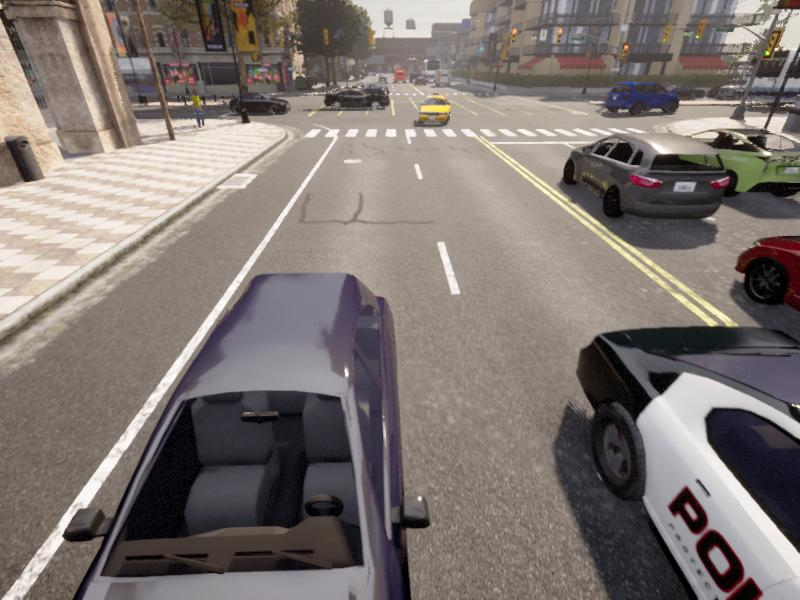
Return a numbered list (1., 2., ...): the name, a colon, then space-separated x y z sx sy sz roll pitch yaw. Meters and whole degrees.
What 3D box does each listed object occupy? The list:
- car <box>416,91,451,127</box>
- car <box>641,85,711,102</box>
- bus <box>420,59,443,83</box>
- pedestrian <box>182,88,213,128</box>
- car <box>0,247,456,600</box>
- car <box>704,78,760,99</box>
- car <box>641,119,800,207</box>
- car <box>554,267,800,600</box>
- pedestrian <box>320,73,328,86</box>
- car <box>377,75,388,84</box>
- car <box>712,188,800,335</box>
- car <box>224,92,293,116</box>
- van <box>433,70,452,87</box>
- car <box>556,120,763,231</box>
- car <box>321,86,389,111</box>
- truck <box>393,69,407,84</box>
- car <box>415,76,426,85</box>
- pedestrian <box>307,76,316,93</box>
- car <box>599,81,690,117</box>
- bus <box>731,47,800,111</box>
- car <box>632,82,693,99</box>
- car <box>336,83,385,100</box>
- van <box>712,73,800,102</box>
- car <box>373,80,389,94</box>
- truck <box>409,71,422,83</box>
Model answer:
1. car: 2.187 -12.043 25.038 1.801 1.575 5.366 4 30 6
2. car: 27.375 -20.592 39.818 5.357 1.411 2.033 -1 30 -1
3. bus: 6.676 -50.107 87.487 3.944 4.253 10.273 -1 30 -1
4. pedestrian: -10.701 -10.162 21.205 0.751 1.860 0.751 9 32 15
5. car: -0.792 1.055 2.699 1.845 1.501 3.633 -1 30 -2
6. car: 35.525 -22.669 42.890 3.866 1.878 1.905 -1 30 -1
7. car: 9.410 -4.133 11.552 2.007 1.525 4.514 -1 30 -1
8. car: 2.702 1.619 1.727 2.038 1.542 4.974 -1 30 -1
9. pedestrian: -12.489 -36.137 65.638 0.751 1.860 0.751 17 35 27
10. car: -3.507 -45.463 82.346 2.128 1.511 4.902 -1 30 -1
11. car: 6.143 0.034 4.479 1.816 1.474 4.193 -1 30 -1
12. car: -10.201 -14.309 29.137 4.181 1.385 1.994 -1 30 -1
13. van: 7.402 -39.003 70.299 2.351 2.431 6.366 -1 30 -1
14. car: 5.939 -3.381 10.127 2.242 1.667 4.611 1 30 2
15. car: -3.498 -16.277 32.225 5.238 1.638 1.930 -1 30 -1
16. truck: 0.013 -45.585 81.530 2.627 2.467 5.204 -1 30 -1
17. car: 3.770 -40.785 74.332 1.812 1.442 4.674 -1 30 -1
18. pedestrian: -10.805 -26.249 48.723 0.751 1.860 0.751 1 30 2
19. car: 17.709 -14.703 29.112 5.566 2.045 2.150 -11 32 -18
20. bus: 34.253 -17.933 32.437 10.273 4.253 3.944 -1 30 -1
21. car: 28.026 -22.406 42.834 4.792 1.488 2.163 -1 30 -1
22. car: -4.059 -22.018 42.174 4.902 1.511 2.128 -1 30 -1
23. van: 35.425 -21.141 39.725 6.366 2.431 2.351 -1 30 -1
24. car: -2.466 -27.620 51.874 1.994 1.385 4.181 -1 30 -1
25. truck: 3.352 -48.218 86.395 2.390 2.098 6.274 -1 30 -1
